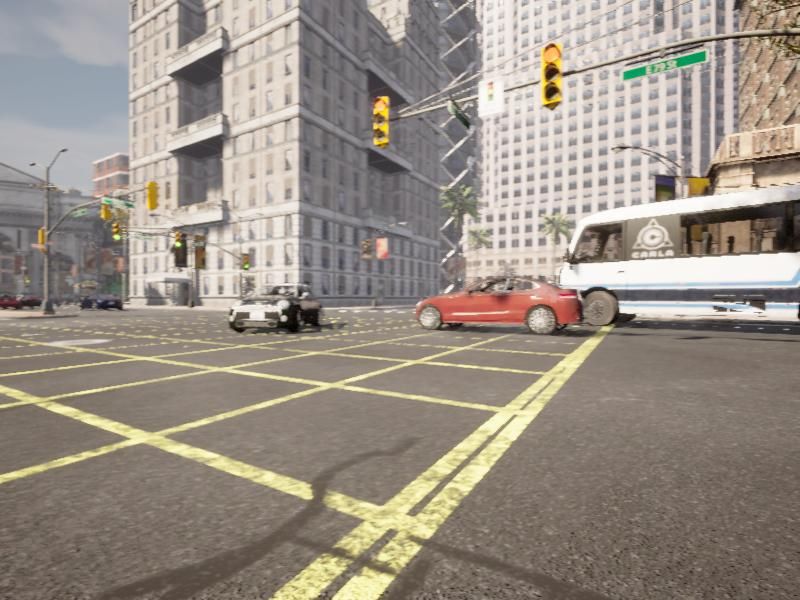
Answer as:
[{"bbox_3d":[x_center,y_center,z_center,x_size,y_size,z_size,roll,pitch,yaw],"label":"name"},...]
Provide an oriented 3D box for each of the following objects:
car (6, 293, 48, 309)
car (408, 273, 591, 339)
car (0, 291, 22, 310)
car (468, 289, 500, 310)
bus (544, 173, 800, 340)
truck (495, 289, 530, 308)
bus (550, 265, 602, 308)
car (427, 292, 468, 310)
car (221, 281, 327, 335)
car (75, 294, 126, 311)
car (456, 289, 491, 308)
[{"bbox_3d":[-38.947,0.085,41.699,4.974,1.542,2.038,0,0,33],"label":"car"},{"bbox_3d":[2.965,0.141,12.243,5.027,1.651,2.152,0,0,31],"label":"car"},{"bbox_3d":[-35.436,0.068,35.407,3.988,1.617,1.851,0,0,31],"label":"car"},{"bbox_3d":[8.099,-0.071,38.451,1.905,1.878,3.866,0,0,31],"label":"car"},{"bbox_3d":[10.438,-1.167,12.672,10.273,4.253,3.944,1,2,43],"label":"bus"},{"bbox_3d":[13.306,-0.199,47.131,2.390,2.098,6.274,0,0,31],"label":"truck"},{"bbox_3d":[19.933,-1.275,44.773,3.944,4.253,10.273,0,-1,31],"label":"bus"},{"bbox_3d":[4.835,0.058,39.799,2.152,1.651,5.027,0,0,31],"label":"car"},{"bbox_3d":[-3.783,0.210,12.774,1.970,1.475,3.806,0,0,4],"label":"car"},{"bbox_3d":[-24.790,0.197,33.084,4.181,1.385,1.994,0,0,31],"label":"car"},{"bbox_3d":[8.516,-0.171,45.964,2.150,2.045,5.566,0,0,31],"label":"car"}]
